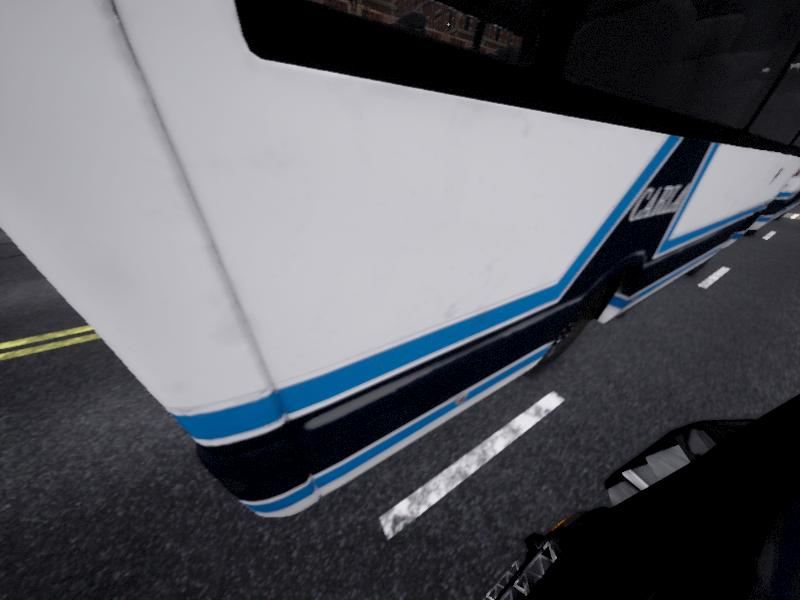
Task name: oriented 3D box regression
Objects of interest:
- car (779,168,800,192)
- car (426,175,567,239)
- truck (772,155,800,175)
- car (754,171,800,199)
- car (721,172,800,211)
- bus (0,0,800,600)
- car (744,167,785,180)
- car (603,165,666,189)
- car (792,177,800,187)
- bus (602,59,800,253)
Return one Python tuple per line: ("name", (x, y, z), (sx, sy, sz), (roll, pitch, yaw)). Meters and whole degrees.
("car", (40.568, -11.970, 22.976), (4.605, 1.855, 1.932), (-16, 38, -25))
("car", (3.244, -3.357, 7.891), (4.181, 1.385, 1.994), (-16, 38, -26))
("truck", (94.036, -32.514, 55.660), (8.468, 3.827, 2.891), (-21, 41, -31))
("car", (31.718, -9.392, 18.721), (5.027, 1.651, 2.152), (-16, 38, -25))
("car", (22.776, -6.852, 14.292), (5.027, 1.651, 2.152), (-16, 38, -26))
("bus", (2.856, -2.243, 3.627), (10.273, 4.253, 3.944), (-16, 38, -26))
("car", (60.626, -21.165, 38.536), (1.970, 1.475, 3.806), (18, 37, 21))
("car", (19.732, -10.440, 19.479), (4.514, 1.525, 2.007), (-16, 38, -26))
("car", (47.876, -13.868, 26.672), (4.892, 1.490, 1.837), (-16, 38, -25))
("bus", (13.784, -5.403, 9.123), (10.273, 4.253, 3.944), (-16, 38, -26))
